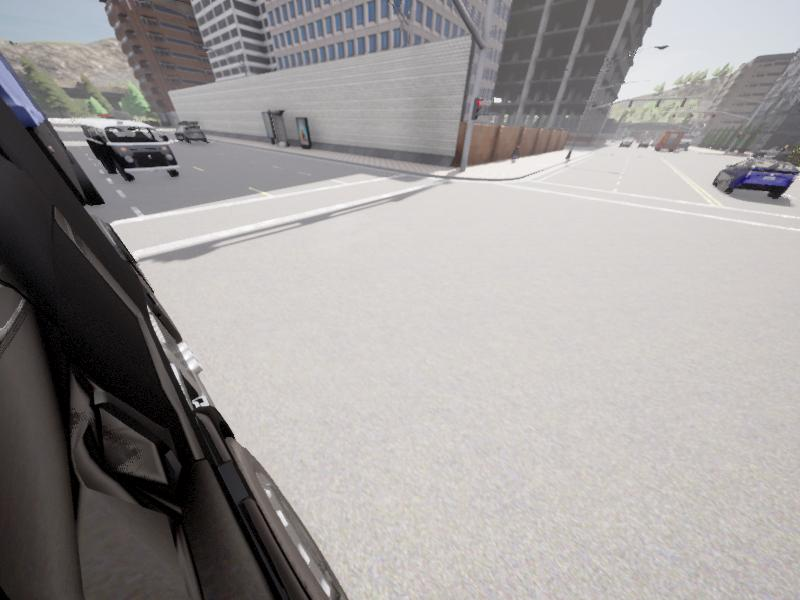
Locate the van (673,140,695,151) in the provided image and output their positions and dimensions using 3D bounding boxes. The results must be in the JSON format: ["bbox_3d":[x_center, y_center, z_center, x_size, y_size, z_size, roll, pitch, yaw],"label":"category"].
[{"bbox_3d":[66.254,-36.161,53.949,2.069,2.038,4.480,28,44,30],"label":"van"}]

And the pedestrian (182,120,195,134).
[{"bbox_3d":[-33.796,-27.668,36.966,0.751,1.860,0.751,29,44,31],"label":"pedestrian"}]

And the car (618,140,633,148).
[{"bbox_3d":[55.337,-38.189,56.602,2.033,1.411,5.357,28,44,30],"label":"car"}]

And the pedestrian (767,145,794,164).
[{"bbox_3d":[45.580,-17.512,27.716,0.751,1.860,0.751,-28,46,-34],"label":"pedestrian"}]

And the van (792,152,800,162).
[{"bbox_3d":[61.896,-20.478,32.376,6.366,2.431,2.351,28,44,30],"label":"van"}]

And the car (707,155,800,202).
[{"bbox_3d":[18.566,-6.525,12.128,2.007,1.525,4.514,28,44,30],"label":"car"}]

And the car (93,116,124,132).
[{"bbox_3d":[-49.116,-29.602,38.874,5.566,2.045,2.150,28,44,30],"label":"car"}]

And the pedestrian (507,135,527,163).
[{"bbox_3d":[9.386,-12.081,18.500,0.751,1.860,0.751,24,42,27],"label":"pedestrian"}]

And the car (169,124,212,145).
[{"bbox_3d":[-23.427,-18.520,25.761,4.856,1.649,2.033,28,44,30],"label":"car"}]

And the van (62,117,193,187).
[{"bbox_3d":[-11.507,-6.412,9.838,4.480,2.038,2.069,24,41,26],"label":"van"}]

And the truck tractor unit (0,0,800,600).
[{"bbox_3d":[-2.645,-0.295,0.351,6.516,4.208,3.053,28,44,30],"label":"truck tractor unit"}]

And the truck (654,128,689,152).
[{"bbox_3d":[57.695,-34.237,49.411,2.891,3.827,8.468,28,44,30],"label":"truck"}]

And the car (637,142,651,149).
[{"bbox_3d":[60.471,-38.416,57.267,1.895,1.301,4.718,28,44,30],"label":"car"}]

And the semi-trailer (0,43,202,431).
[{"bbox_3d":[-8.694,-3.601,4.242,14.254,4.402,2.717,28,44,30],"label":"semi-trailer"}]

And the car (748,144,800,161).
[{"bbox_3d":[60.270,-23.812,37.229,3.866,1.878,1.905,27,43,30],"label":"car"}]
